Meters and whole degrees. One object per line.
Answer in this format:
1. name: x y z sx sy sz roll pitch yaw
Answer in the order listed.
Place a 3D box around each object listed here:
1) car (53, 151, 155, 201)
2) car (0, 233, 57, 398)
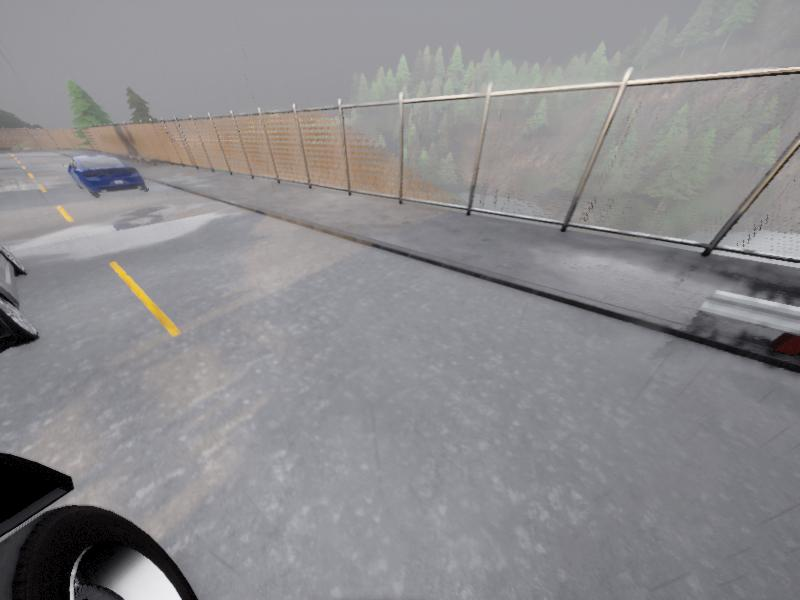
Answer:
1. car: -14.338 -6.136 11.169 5.008 1.535 1.882 22 41 28
2. car: -6.670 -0.243 2.777 5.238 1.638 1.930 22 41 28
